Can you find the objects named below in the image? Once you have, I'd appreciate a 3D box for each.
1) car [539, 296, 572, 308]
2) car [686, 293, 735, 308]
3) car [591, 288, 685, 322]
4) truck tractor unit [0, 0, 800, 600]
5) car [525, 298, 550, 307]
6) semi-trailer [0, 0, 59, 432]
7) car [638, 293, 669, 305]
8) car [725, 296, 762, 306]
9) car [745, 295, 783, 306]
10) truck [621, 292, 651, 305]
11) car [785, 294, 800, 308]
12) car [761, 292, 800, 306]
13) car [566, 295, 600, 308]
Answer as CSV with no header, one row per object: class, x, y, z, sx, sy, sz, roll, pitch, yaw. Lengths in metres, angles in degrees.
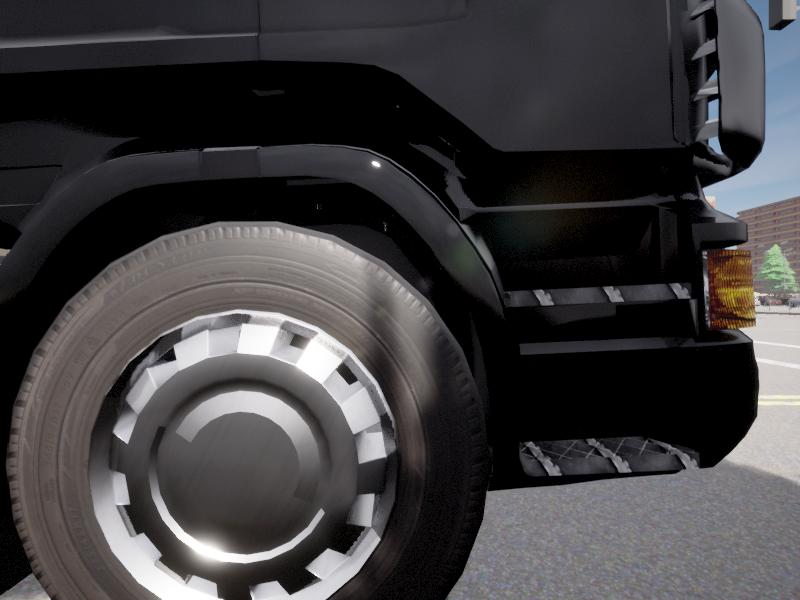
car,19.150,0.251,49.516,2.163,1.488,4.792,0,0,0
car,36.762,0.067,47.496,2.242,1.667,4.611,0,0,0
car,12.204,0.226,20.996,2.038,1.542,4.974,0,0,1
truck tractor unit,-2.245,-1.115,2.198,6.516,4.208,3.053,0,0,0
car,19.135,0.344,55.886,1.895,1.301,4.718,0,0,0
semi-trailer,-10.157,-1.217,2.192,14.254,4.402,2.717,0,0,0
car,39.656,-0.103,62.608,1.932,1.855,4.605,0,0,0
car,48.166,0.139,56.150,1.970,1.475,3.806,0,0,0
car,51.061,0.107,56.146,1.784,1.438,3.905,0,0,0
truck,36.761,-0.198,62.541,2.069,2.038,4.478,0,0,0
car,42.382,0.139,41.054,1.970,1.475,3.806,0,0,0
car,53.744,-0.103,56.194,1.932,1.855,4.605,0,0,0
car,22.651,0.223,49.711,1.882,1.535,5.008,0,0,0
